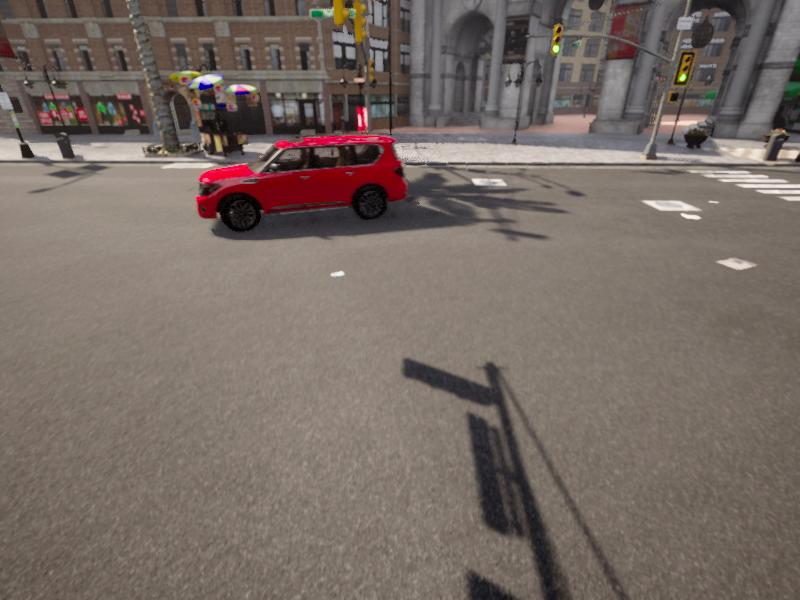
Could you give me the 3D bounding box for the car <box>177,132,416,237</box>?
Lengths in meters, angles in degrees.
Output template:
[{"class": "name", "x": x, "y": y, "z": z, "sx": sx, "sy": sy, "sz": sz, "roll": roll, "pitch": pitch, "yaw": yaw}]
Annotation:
[{"class": "car", "x": -2.562, "y": -3.298, "z": 10.864, "sx": 5.566, "sy": 2.045, "sz": 2.150, "roll": -9, "pitch": 28, "yaw": -16}]
